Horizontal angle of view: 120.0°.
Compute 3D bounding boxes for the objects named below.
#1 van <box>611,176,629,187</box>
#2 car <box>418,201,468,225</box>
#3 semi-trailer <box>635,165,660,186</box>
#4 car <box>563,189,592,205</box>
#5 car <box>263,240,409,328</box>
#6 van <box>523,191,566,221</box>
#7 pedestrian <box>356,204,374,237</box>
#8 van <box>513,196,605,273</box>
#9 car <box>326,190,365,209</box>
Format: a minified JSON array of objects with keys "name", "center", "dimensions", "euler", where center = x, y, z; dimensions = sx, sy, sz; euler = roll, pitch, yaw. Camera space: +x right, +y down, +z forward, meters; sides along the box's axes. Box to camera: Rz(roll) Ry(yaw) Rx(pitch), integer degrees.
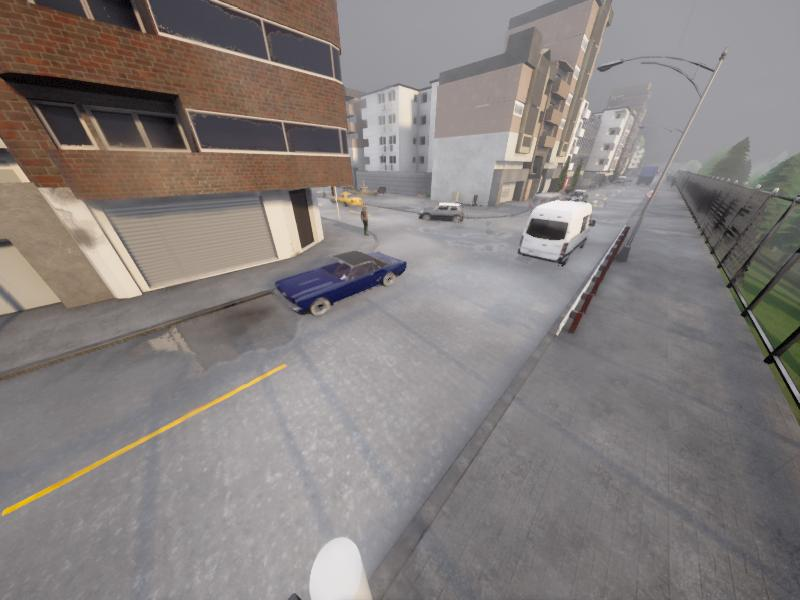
[{"name":"van","center":[53.571,-28.881,56.197],"dimensions":[4.480,2.038,2.069],"euler":[-27,39,-38]},{"name":"car","center":[3.678,-7.543,19.888],"dimensions":[3.806,1.475,1.970],"euler":[10,32,17]},{"name":"semi-trailer","center":[66.395,-33.493,61.805],"dimensions":[14.254,4.402,2.717],"euler":[-27,39,-38]},{"name":"car","center":[22.874,-13.291,29.758],"dimensions":[3.806,1.475,1.970],"euler":[-26,39,-38]},{"name":"car","center":[-1.980,-0.898,8.464],"dimensions":[4.718,1.301,1.895],"euler":[-27,39,-38]},{"name":"van","center":[13.459,-8.807,21.481],"dimensions":[4.442,1.987,1.775],"euler":[-27,39,-38]},{"name":"pedestrian","center":[-2.244,-5.141,14.973],"dimensions":[0.751,1.860,0.751],"euler":[24,38,36]},{"name":"van","center":[8.416,-3.716,12.068],"dimensions":[5.915,2.561,1.988],"euler":[-27,39,-38]},{"name":"car","center":[-6.621,-12.235,27.863],"dimensions":[5.366,1.575,1.801],"euler":[27,39,38]}]
